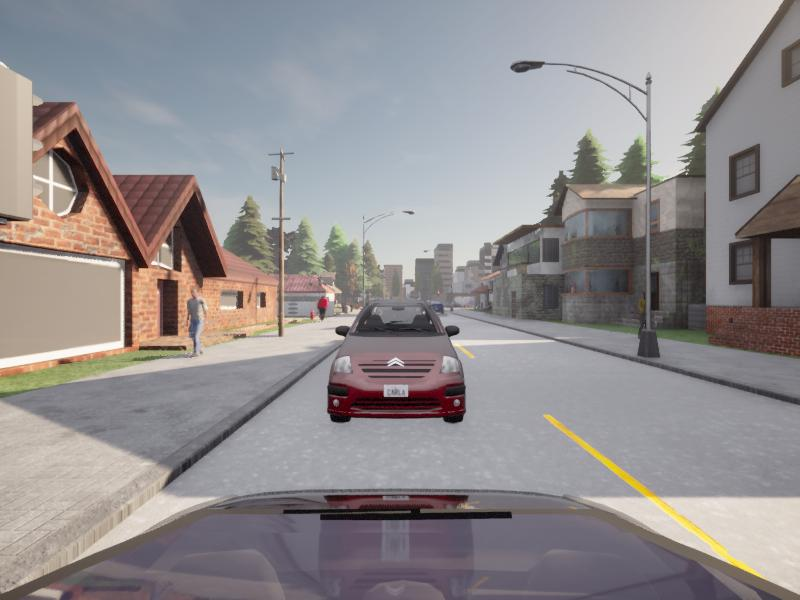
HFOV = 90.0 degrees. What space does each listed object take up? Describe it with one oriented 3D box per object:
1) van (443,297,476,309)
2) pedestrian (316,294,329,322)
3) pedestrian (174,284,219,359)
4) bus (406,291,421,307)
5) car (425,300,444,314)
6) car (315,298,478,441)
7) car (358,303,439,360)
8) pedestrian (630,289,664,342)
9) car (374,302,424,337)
[{"bbox_3d":[11.874,0.593,80.223,6.366,2.431,2.351,0,0,0],"label":"van"},{"bbox_3d":[-5.152,0.533,26.654,0.751,1.860,0.751,0,0,0],"label":"pedestrian"},{"bbox_3d":[-5.220,0.533,10.291,0.751,1.860,0.751,0,0,10],"label":"pedestrian"},{"bbox_3d":[3.891,-0.319,115.533,3.944,4.253,10.273,0,0,0],"label":"bus"},{"bbox_3d":[3.980,0.823,46.859,1.882,1.535,5.008,0,-1,0],"label":"car"},{"bbox_3d":[-0.037,0.788,6.528,1.851,1.617,3.988,0,0,0],"label":"car"},{"bbox_3d":[-0.034,0.851,13.091,2.163,1.488,4.792,0,0,0],"label":"car"},{"bbox_3d":[8.780,0.533,14.247,0.751,1.860,0.751,0,0,6],"label":"pedestrian"},{"bbox_3d":[-0.032,0.851,19.557,2.163,1.488,4.792,0,0,0],"label":"car"}]
